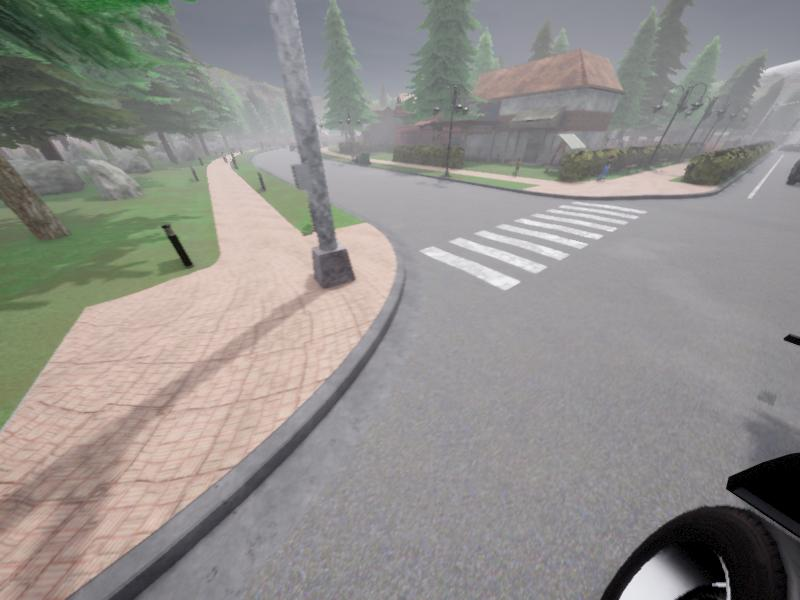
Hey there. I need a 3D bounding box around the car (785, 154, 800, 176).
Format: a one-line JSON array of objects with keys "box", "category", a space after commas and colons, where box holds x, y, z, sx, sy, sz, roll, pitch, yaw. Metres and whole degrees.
[{"box": [28.671, -9.385, 15.658, 4.902, 1.511, 2.128, -23, 41, -28], "category": "car"}]

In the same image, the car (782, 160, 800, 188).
[{"box": [23.118, -7.135, 12.415, 4.856, 1.649, 2.033, -23, 41, -28], "category": "car"}]

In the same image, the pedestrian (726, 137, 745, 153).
[{"box": [48.606, -22.519, 33.505, 0.751, 1.860, 0.751, -23, 41, -28], "category": "pedestrian"}]

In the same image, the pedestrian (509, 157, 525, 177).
[{"box": [7.831, -8.929, 15.529, 0.500, 1.100, 0.500, -20, 39, -25], "category": "pedestrian"}]

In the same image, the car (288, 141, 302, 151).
[{"box": [-23.965, -35.271, 52.889, 2.097, 1.767, 4.553, -8, 36, -11], "category": "car"}]

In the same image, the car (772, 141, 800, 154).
[{"box": [63.688, -24.082, 36.450, 2.242, 1.667, 4.611, -1, 35, -1], "category": "car"}]

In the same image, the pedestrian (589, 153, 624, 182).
[{"box": [11.304, -7.285, 12.710, 0.751, 1.300, 0.751, 4, 35, 7], "category": "pedestrian"}]

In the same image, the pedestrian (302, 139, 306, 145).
[{"box": [-34.915, -57.673, 84.410, 0.751, 1.860, 0.751, 2, 35, 4], "category": "pedestrian"}]
